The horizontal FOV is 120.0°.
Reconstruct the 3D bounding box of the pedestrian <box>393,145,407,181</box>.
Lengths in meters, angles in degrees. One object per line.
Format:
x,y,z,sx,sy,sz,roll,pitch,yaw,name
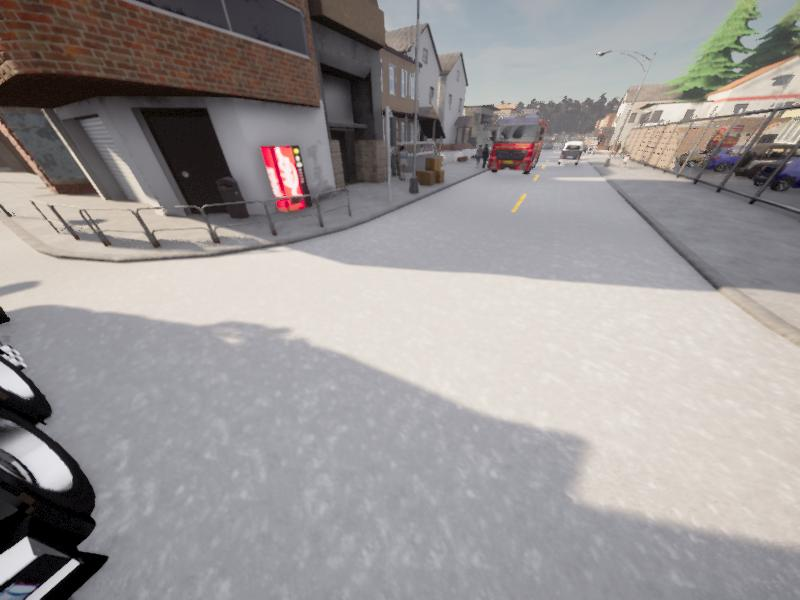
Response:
0.016,-8.523,14.378,0.751,1.860,0.751,6,35,9,pedestrian

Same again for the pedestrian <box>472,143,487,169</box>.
6.935,-12.608,20.198,0.751,1.860,0.751,19,39,25,pedestrian

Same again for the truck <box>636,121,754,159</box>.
38.567,-21.309,30.921,8.468,3.827,2.891,17,38,23,truck

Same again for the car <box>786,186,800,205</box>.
18.019,-3.459,7.457,5.357,1.415,2.033,18,39,24,car

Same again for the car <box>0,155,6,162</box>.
-57.196,-18.742,30.214,2.033,1.411,5.357,8,36,12,car

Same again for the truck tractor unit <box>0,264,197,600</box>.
-5.112,-0.300,0.779,6.516,4.208,3.053,18,39,24,truck tractor unit

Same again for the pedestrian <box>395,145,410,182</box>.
0.153,-8.167,13.864,0.751,1.860,0.751,-4,35,-5,pedestrian

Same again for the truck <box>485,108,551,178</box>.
9.870,-12.798,18.954,2.891,3.827,8.468,18,39,24,truck
